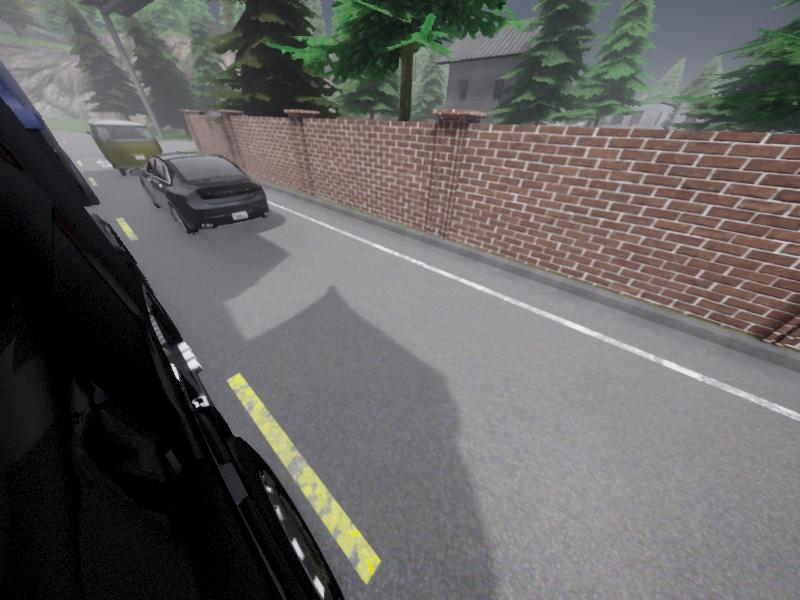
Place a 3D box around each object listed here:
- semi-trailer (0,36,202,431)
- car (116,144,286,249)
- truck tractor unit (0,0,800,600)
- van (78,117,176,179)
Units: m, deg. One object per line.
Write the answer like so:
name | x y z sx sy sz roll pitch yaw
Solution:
semi-trailer | -8.728 -3.585 4.198 14.254 4.402 2.717 28 43 29
car | -5.412 -3.083 6.200 4.892 1.490 1.837 28 43 29
truck tractor unit | -2.645 -0.295 0.351 6.516 4.208 3.053 28 44 30
van | -12.741 -7.173 10.780 4.442 1.987 1.775 28 43 30
